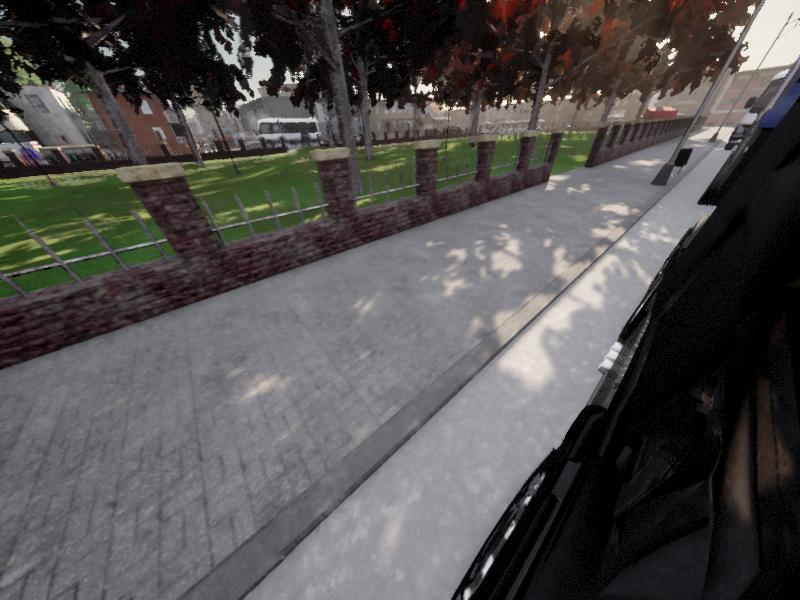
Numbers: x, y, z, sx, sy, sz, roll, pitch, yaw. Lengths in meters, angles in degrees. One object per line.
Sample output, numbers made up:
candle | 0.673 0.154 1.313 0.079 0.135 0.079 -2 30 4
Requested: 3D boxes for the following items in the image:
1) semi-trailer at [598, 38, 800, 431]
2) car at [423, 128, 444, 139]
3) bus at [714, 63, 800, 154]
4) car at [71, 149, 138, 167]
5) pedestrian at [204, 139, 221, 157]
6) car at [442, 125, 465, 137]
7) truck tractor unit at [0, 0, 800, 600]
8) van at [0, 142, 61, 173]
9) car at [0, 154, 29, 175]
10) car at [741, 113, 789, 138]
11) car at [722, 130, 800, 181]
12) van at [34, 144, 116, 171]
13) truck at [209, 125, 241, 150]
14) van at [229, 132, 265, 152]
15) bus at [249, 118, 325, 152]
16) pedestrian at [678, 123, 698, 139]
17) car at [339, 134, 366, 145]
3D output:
semi-trailer | 8.709 -3.592 4.226 14.254 4.402 2.717 -28 43 -30
car | 7.516 -37.326 51.669 4.605 1.855 1.932 -28 44 -30
bus | 26.970 -13.230 16.142 10.273 4.253 3.944 -28 44 -30
car | -35.230 -17.138 27.770 4.718 1.301 1.895 -26 42 -28
pedestrian | -24.549 -19.900 30.291 0.751 1.860 0.751 3 37 8
car | 12.763 -40.052 54.854 5.566 2.045 2.150 -30 45 -32
truck tractor unit | 2.645 -0.295 0.351 6.516 4.208 3.053 -28 44 -30
van | -41.243 -14.676 23.899 6.366 2.431 2.351 -28 44 -30
car | -38.556 -12.501 21.565 3.633 1.501 1.845 -29 44 -31
car | 37.807 -18.168 24.060 3.866 1.878 1.905 -28 44 -30
car | 16.665 -6.620 10.318 5.357 1.411 2.033 -28 44 -30
van | -33.924 -15.101 24.378 4.442 1.987 1.775 -30 44 -31
truck | -36.037 -33.389 47.499 2.891 3.827 8.468 -28 43 -30
van | -25.059 -25.818 37.822 6.366 2.431 2.351 28 46 34
bus | -18.801 -28.023 39.021 10.273 4.253 3.944 -18 41 -21
pedestrian | 29.714 -17.429 23.857 0.751 1.300 0.751 -28 44 -30
car | -9.244 -31.347 45.068 4.674 1.442 1.812 -28 44 -30
